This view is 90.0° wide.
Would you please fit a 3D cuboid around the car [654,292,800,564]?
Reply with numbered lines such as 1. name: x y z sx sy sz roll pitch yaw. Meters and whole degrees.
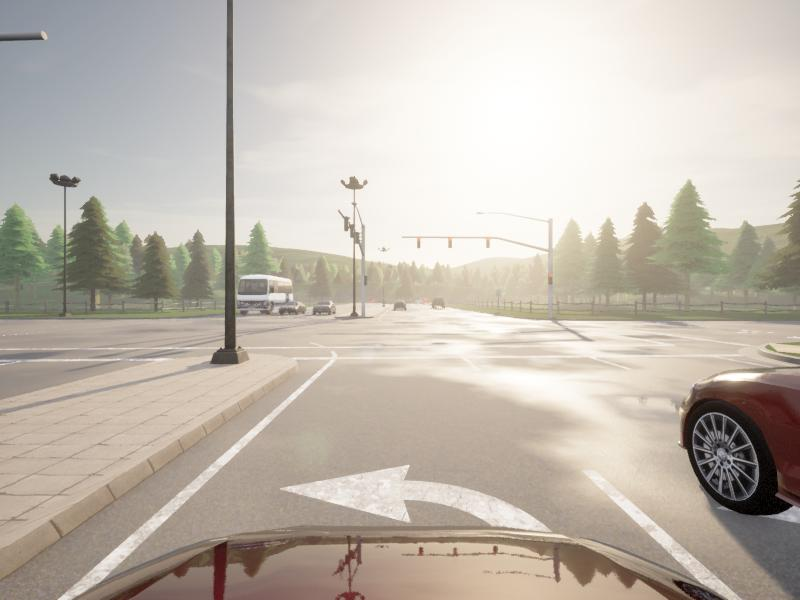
1. car: 3.500 0.779 1.307 2.152 1.651 5.027 0 0 0

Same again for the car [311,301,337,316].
1. car: -7.991 0.807 42.501 1.837 1.490 4.892 0 0 0

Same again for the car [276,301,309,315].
1. car: -11.492 0.857 43.184 2.033 1.411 5.357 0 0 0

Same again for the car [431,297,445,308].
1. car: 7.070 0.503 74.979 2.150 2.045 5.566 0 0 1

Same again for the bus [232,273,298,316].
1. bus: -14.869 -0.573 45.259 3.944 4.253 10.273 0 0 0
